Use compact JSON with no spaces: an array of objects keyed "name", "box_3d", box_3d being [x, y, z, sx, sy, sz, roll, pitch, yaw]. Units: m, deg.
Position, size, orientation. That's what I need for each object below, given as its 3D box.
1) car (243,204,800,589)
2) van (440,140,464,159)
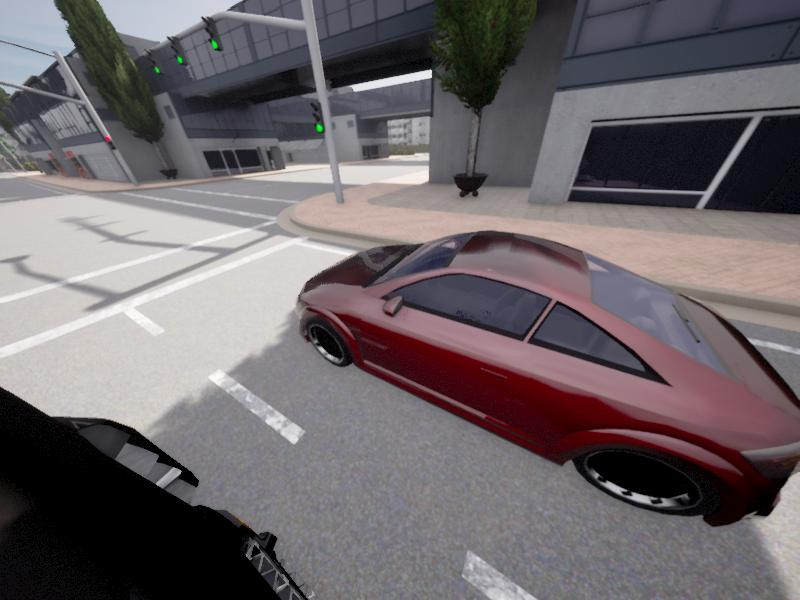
[{"name":"car","box_3d":[0.738,0.034,2.535,4.181,1.385,1.994,16,38,26]},{"name":"van","box_3d":[9.109,-26.358,40.367,1.988,2.561,5.915,16,38,26]}]
